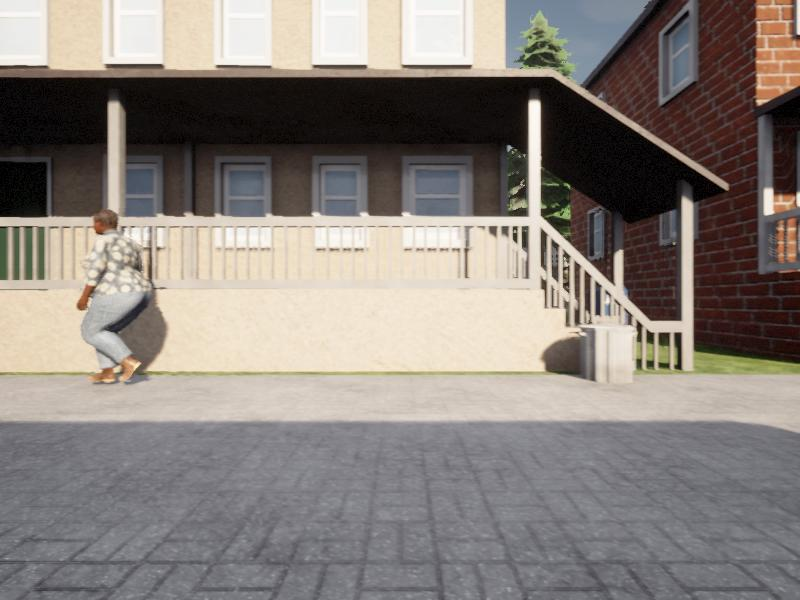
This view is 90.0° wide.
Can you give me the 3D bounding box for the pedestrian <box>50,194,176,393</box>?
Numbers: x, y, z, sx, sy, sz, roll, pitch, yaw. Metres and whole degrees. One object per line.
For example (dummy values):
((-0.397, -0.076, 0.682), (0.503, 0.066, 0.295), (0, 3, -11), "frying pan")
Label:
((-2.892, -0.063, 4.114), (0.751, 1.860, 0.751), (0, 0, -1), "pedestrian")
